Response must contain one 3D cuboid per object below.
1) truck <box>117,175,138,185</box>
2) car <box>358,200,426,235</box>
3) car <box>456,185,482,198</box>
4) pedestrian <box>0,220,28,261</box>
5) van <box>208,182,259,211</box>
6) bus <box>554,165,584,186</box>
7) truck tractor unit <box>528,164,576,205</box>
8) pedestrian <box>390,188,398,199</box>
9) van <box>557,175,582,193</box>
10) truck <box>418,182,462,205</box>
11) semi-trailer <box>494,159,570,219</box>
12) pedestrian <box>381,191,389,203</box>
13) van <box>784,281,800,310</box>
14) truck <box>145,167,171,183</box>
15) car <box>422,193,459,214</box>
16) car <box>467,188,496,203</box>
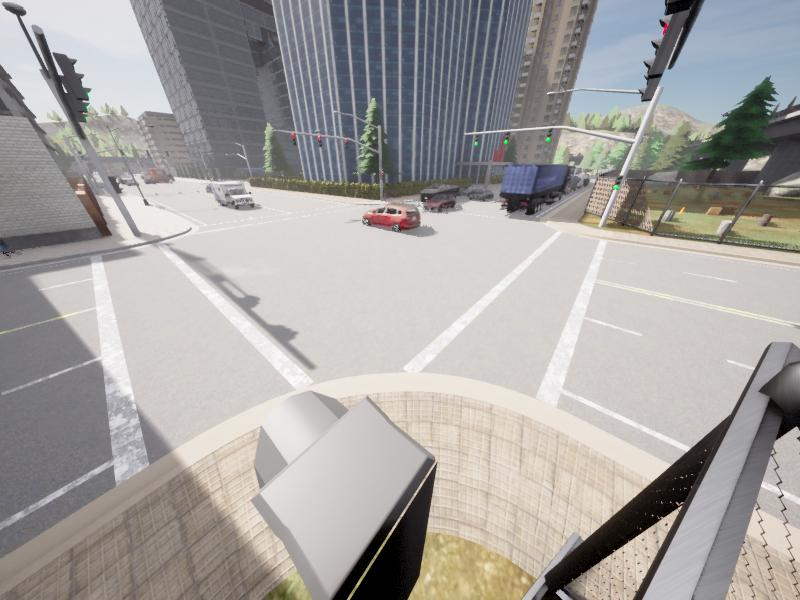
[{"bbox_3d":[-70.178,-30.872,59.373,6.274,2.098,2.390,23,37,34],"label":"truck"},{"bbox_3d":[-0.680,-6.254,17.113,4.611,1.667,2.242,23,37,34],"label":"car"},{"bbox_3d":[10.641,-16.641,35.275,1.812,1.442,4.674,23,37,34],"label":"car"},{"bbox_3d":[-18.584,-2.867,10.647,0.751,1.860,0.751,21,36,32],"label":"pedestrian"},{"bbox_3d":[-18.938,-11.898,26.187,6.366,2.431,2.351,23,37,34],"label":"van"},{"bbox_3d":[43.269,-31.961,59.001,3.944,4.253,10.273,23,37,34],"label":"bus"},{"bbox_3d":[19.417,-14.889,29.505,3.053,4.208,6.516,23,37,34],"label":"truck tractor unit"},{"bbox_3d":[-0.788,-14.173,30.789,0.751,1.300,0.751,19,35,30],"label":"pedestrian"},{"bbox_3d":[30.940,-21.257,42.174,1.988,2.561,5.915,25,39,37],"label":"van"},{"bbox_3d":[5.149,-13.668,29.470,2.390,2.098,6.274,23,37,34],"label":"truck"},{"bbox_3d":[14.329,-11.959,24.186,2.717,4.402,14.254,23,37,34],"label":"semi-trailer"},{"bbox_3d":[-1.773,-12.321,27.635,0.751,1.300,0.751,7,31,11],"label":"pedestrian"},{"bbox_3d":[14.771,0.085,5.873,4.442,1.987,1.775,23,37,34],"label":"van"},{"bbox_3d":[-69.999,-36.109,66.715,8.468,3.827,2.891,23,37,34],"label":"truck"},{"bbox_3d":[4.221,-10.092,23.929,1.816,1.474,4.193,23,38,34],"label":"car"},{"bbox_3d":[10.951,-14.072,30.899,1.994,1.385,4.181,23,37,34],"label":"car"}]
